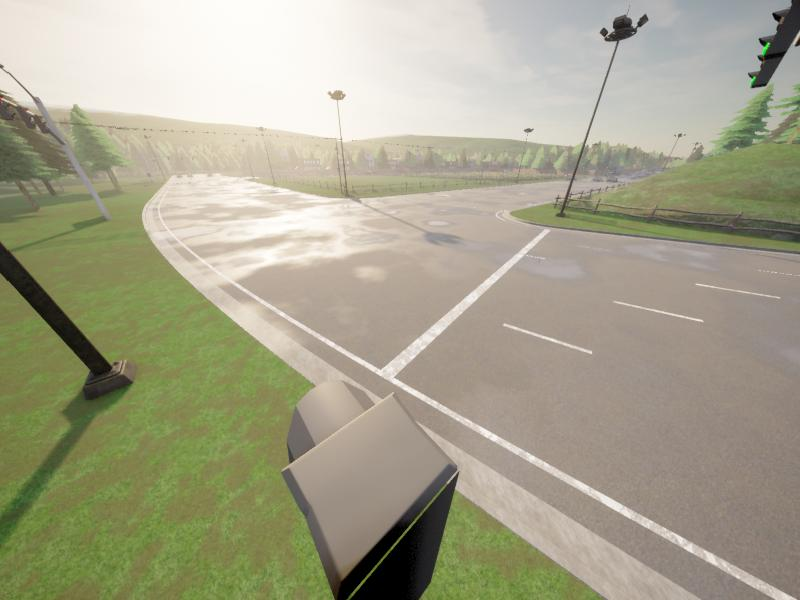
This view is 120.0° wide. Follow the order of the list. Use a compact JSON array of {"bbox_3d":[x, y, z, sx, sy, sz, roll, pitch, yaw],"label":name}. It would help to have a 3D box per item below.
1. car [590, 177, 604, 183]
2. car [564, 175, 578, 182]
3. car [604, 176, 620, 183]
[{"bbox_3d":[58.165,-35.514,68.149,4.181,1.385,1.994,-23,37,-34],"label":"car"},{"bbox_3d":[54.109,-38.502,73.051,5.238,1.638,1.930,-22,37,-34],"label":"car"},{"bbox_3d":[60.192,-34.263,65.557,4.553,1.767,2.097,-23,37,-34],"label":"car"}]
